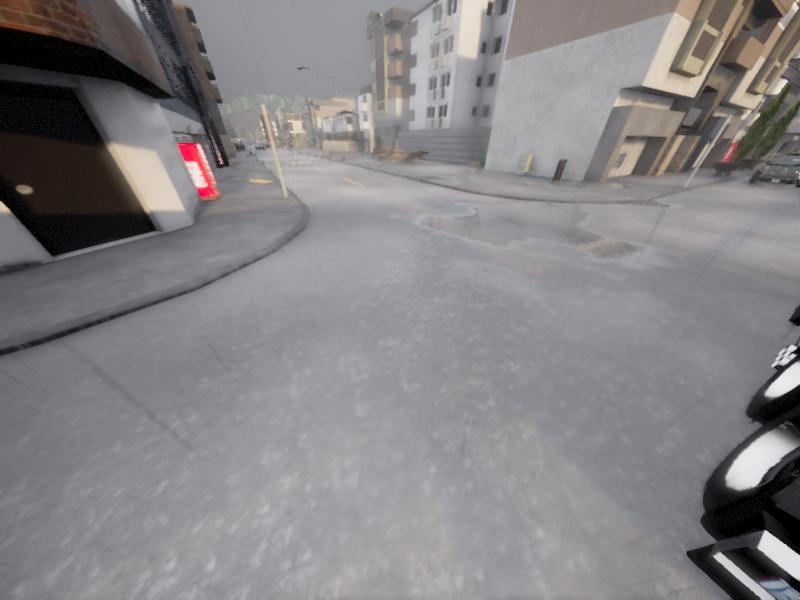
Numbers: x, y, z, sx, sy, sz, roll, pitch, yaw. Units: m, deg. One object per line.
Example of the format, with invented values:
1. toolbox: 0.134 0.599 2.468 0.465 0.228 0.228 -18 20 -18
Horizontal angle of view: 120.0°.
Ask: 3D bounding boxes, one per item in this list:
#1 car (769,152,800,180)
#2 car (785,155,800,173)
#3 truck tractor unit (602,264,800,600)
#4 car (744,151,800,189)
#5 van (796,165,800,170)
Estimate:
1. car: 31.099 -10.320 17.737 5.366 1.575 1.801 -18 39 -24
2. car: 37.081 -12.224 20.620 3.806 1.475 1.970 -18 39 -24
3. truck tractor unit: 5.109 -0.302 0.786 6.516 4.208 3.053 -18 39 -24
4. car: 24.938 -8.400 14.735 4.553 1.767 2.097 -18 39 -24
5. van: 41.858 -13.990 22.756 4.442 1.987 1.775 -18 39 -24
